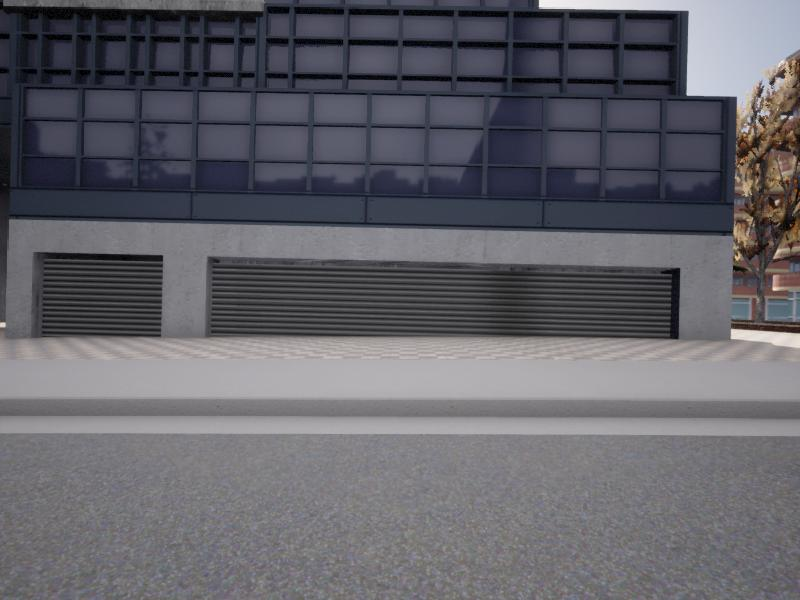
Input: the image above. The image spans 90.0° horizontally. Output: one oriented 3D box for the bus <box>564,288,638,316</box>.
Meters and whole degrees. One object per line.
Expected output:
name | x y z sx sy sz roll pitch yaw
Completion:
bus | 33.119 0.309 66.286 10.273 4.253 3.944 1 0 0
